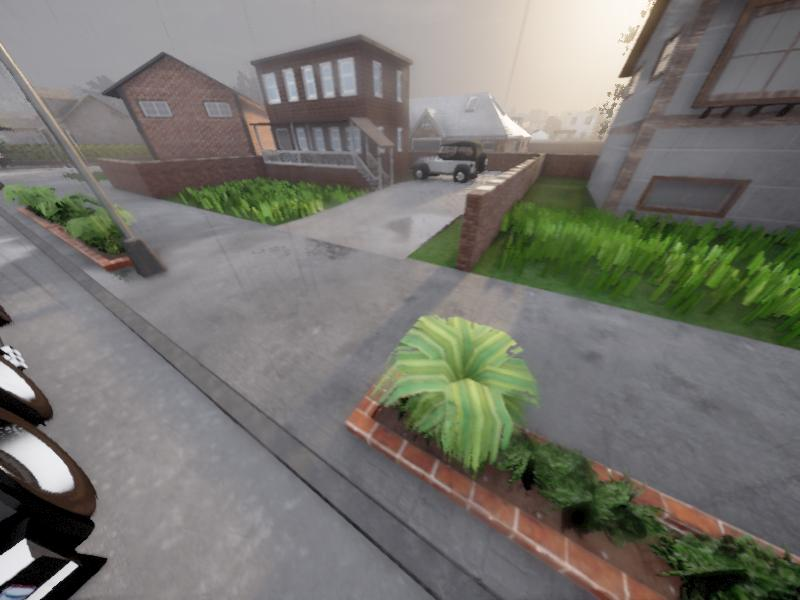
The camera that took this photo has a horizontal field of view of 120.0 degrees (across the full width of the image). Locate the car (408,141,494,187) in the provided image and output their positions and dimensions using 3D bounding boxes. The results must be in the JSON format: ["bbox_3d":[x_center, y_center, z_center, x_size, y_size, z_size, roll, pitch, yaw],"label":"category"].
[{"bbox_3d":[2.603,-7.348,12.320,3.866,1.878,1.905,18,39,25],"label":"car"}]

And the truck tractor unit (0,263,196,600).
[{"bbox_3d":[-5.110,-0.301,0.788,6.516,4.208,3.053,18,39,24],"label":"truck tractor unit"}]
